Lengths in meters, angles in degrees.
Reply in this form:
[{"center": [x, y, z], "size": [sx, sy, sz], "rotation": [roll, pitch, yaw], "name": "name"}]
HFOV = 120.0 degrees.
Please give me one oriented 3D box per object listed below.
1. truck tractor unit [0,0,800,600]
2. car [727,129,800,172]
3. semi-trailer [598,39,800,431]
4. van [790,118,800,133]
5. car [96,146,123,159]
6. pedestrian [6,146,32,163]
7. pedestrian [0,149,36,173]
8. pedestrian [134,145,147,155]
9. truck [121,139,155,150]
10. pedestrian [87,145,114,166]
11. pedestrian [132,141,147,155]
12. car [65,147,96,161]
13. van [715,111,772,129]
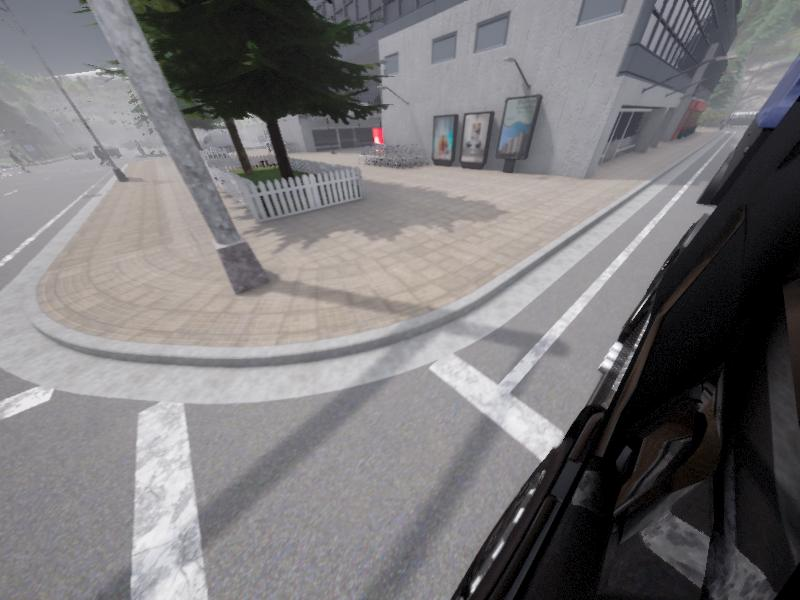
[{"center": [2.645, -0.295, 0.351], "size": [6.516, 4.208, 3.053], "rotation": [-28, 44, -30], "name": "truck tractor unit"}, {"center": [17.993, -7.334, 11.173], "size": [4.181, 1.385, 1.994], "rotation": [-29, 44, -31], "name": "car"}, {"center": [8.699, -3.603, 4.229], "size": [14.254, 4.402, 2.717], "rotation": [-28, 44, -30], "name": "semi-trailer"}, {"center": [45.859, -19.754, 25.445], "size": [4.480, 2.038, 2.069], "rotation": [-28, 44, -30], "name": "van"}, {"center": [-46.659, -23.805, 37.192], "size": [1.837, 1.490, 4.892], "rotation": [-30, 44, -31], "name": "car"}, {"center": [-50.910, -19.418, 30.919], "size": [0.751, 1.860, 0.751], "rotation": [-25, 42, -27], "name": "pedestrian"}, {"center": [-36.749, -13.356, 22.251], "size": [0.751, 1.860, 0.751], "rotation": [-16, 39, -17], "name": "pedestrian"}, {"center": [-41.835, -24.185, 37.262], "size": [0.751, 1.300, 0.751], "rotation": [-28, 43, -30], "name": "pedestrian"}, {"center": [-75.368, -44.868, 66.644], "size": [6.274, 2.098, 2.390], "rotation": [-29, 44, -30], "name": "truck"}, {"center": [-32.332, -15.585, 24.951], "size": [0.751, 1.860, 0.751], "rotation": [15, 40, 22], "name": "pedestrian"}, {"center": [-42.468, -24.789, 37.643], "size": [0.751, 1.860, 0.751], "rotation": [-22, 41, -23], "name": "pedestrian"}, {"center": [-50.997, -23.449, 36.965], "size": [2.007, 1.525, 4.514], "rotation": [-29, 44, -31], "name": "car"}, {"center": [53.820, -28.313, 36.357], "size": [2.069, 2.038, 4.480], "rotation": [-29, 44, -31], "name": "van"}]
